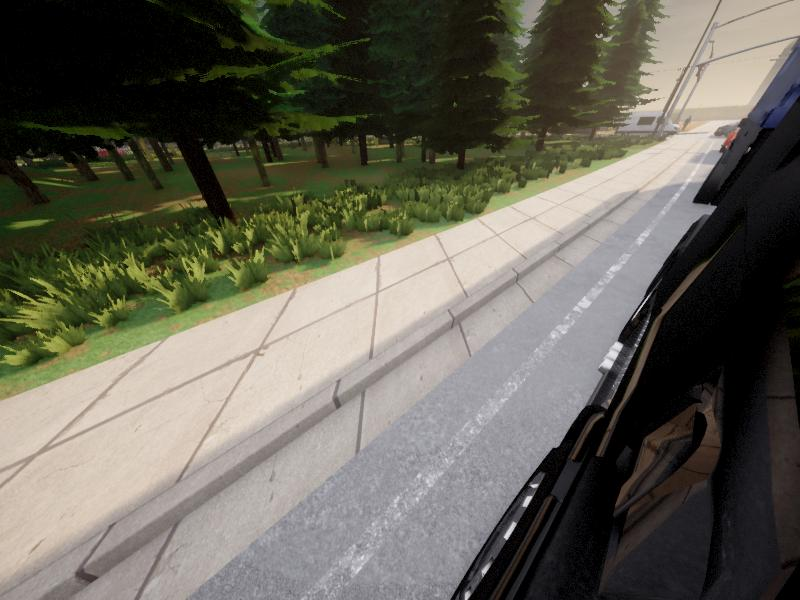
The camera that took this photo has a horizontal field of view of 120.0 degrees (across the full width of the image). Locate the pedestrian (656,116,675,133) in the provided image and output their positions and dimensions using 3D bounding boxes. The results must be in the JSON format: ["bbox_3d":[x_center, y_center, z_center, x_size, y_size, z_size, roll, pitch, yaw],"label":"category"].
[{"bbox_3d":[37.626,-24.910,32.753,0.751,1.860,0.751,-7,37,-6],"label":"pedestrian"}]

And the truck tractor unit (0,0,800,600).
[{"bbox_3d":[2.645,-0.295,0.351,6.516,4.208,3.053,-28,44,-30],"label":"truck tractor unit"}]

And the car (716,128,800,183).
[{"bbox_3d":[15.884,-6.350,9.891,4.902,1.511,2.128,-29,44,-30],"label":"car"}]

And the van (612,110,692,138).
[{"bbox_3d":[30.502,-21.447,28.325,1.988,2.561,5.915,-29,44,-30],"label":"van"}]

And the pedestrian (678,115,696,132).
[{"bbox_3d":[40.195,-24.765,32.388,0.751,1.860,0.751,17,41,24],"label":"pedestrian"}]

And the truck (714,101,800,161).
[{"bbox_3d":[21.380,-9.911,13.485,5.204,2.467,2.627,-30,44,-31],"label":"truck"}]

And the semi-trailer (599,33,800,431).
[{"bbox_3d":[8.645,-3.642,4.278,14.254,4.402,2.717,-29,44,-30],"label":"semi-trailer"}]

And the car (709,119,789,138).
[{"bbox_3d":[36.945,-18.304,24.675,4.181,1.385,1.994,11,39,18],"label":"car"}]
